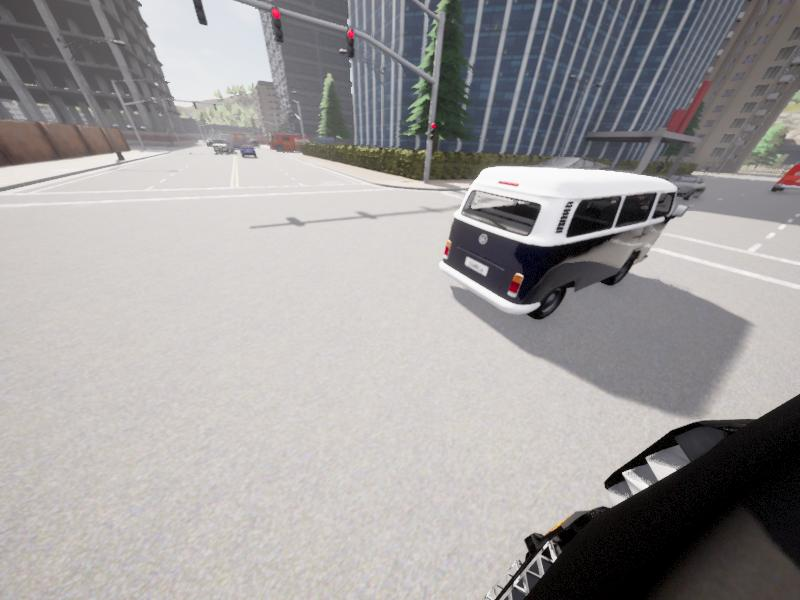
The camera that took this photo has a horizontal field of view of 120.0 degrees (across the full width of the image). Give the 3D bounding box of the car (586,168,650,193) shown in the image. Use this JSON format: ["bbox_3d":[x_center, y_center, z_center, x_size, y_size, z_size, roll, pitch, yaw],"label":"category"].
[{"bbox_3d":[17.406,-9.585,18.441,4.674,1.442,1.812,-16,38,-26],"label":"car"}]

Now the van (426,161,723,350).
[{"bbox_3d":[3.007,-1.250,4.249,4.480,2.038,2.069,-16,38,-26],"label":"van"}]

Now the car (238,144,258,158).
[{"bbox_3d":[-21.782,-21.417,33.156,2.007,1.525,4.514,-15,37,-25],"label":"car"}]

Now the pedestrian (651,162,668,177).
[{"bbox_3d":[36.671,-18.471,32.669,0.751,1.860,0.751,-16,38,-27],"label":"pedestrian"}]

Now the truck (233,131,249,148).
[{"bbox_3d":[-46.632,-47.029,67.662,2.891,3.827,8.468,-16,38,-26],"label":"truck"}]

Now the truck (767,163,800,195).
[{"bbox_3d":[40.014,-11.941,22.863,5.204,2.467,2.627,-16,38,-26],"label":"truck"}]

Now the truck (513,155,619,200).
[{"bbox_3d":[10.622,-7.933,14.817,6.274,2.098,2.390,-16,38,-26],"label":"truck"}]

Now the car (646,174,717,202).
[{"bbox_3d":[19.959,-8.048,16.397,4.181,1.385,1.994,-16,38,-27],"label":"car"}]

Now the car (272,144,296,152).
[{"bbox_3d":[-28.256,-37.068,56.412,4.718,1.301,1.895,-17,38,-27],"label":"car"}]

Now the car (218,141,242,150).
[{"bbox_3d":[-37.740,-34.343,51.348,3.988,1.617,1.851,-17,38,-27],"label":"car"}]

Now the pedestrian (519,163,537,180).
[{"bbox_3d":[11.532,-11.591,20.803,0.751,1.300,0.751,-16,38,-26],"label":"pedestrian"}]

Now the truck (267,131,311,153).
[{"bbox_3d":[-25.615,-36.630,53.678,8.468,3.827,2.891,-16,38,-27],"label":"truck"}]

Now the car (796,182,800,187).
[{"bbox_3d":[57.570,-16.548,32.015,5.366,1.575,1.801,-16,38,-26],"label":"car"}]

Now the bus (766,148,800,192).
[{"bbox_3d":[48.287,-15.091,26.661,10.273,4.253,3.944,-16,38,-26],"label":"bus"}]

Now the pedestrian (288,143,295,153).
[{"bbox_3d":[-23.855,-33.600,50.995,0.751,1.860,0.751,12,35,14],"label":"pedestrian"}]

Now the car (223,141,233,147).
[{"bbox_3d":[-48.220,-43.636,64.709,1.895,1.301,4.718,-16,38,-26],"label":"car"}]

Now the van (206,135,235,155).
[{"bbox_3d":[-28.689,-25.006,37.195,2.351,2.431,6.366,-13,37,-22],"label":"van"}]

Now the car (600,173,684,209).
[{"bbox_3d":[13.913,-6.372,13.294,4.193,1.474,1.816,-16,38,-26],"label":"car"}]

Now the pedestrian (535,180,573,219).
[{"bbox_3d":[6.249,-4.117,9.421,0.751,1.300,0.751,-27,44,-37],"label":"pedestrian"}]
